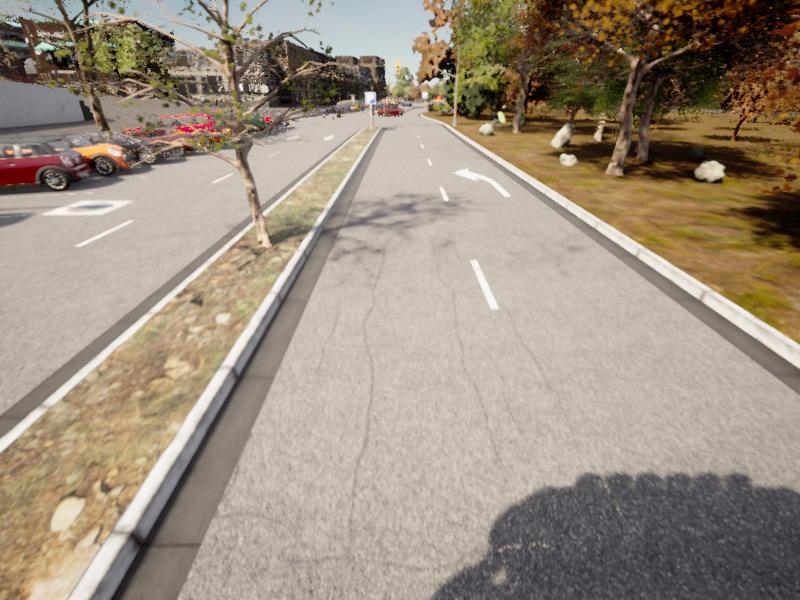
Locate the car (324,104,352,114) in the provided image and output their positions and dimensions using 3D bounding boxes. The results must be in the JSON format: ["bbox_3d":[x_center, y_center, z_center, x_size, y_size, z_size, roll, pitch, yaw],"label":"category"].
[{"bbox_3d":[-11.485,-35.597,74.426,4.792,1.488,2.163,-8,28,-13],"label":"car"}]

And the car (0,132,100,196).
[{"bbox_3d":[-13.778,-4.753,13.986,4.553,1.767,2.185,-10,29,-17],"label":"car"}]

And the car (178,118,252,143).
[{"bbox_3d":[-13.784,-12.770,30.104,4.674,1.452,2.002,-10,29,-17],"label":"car"}]

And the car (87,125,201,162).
[{"bbox_3d":[-13.830,-8.692,22.058,4.792,1.488,2.163,-10,29,-17],"label":"car"}]

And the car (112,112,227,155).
[{"bbox_3d":[-13.831,-10.303,24.608,5.566,2.045,2.435,-10,29,-17],"label":"car"}]

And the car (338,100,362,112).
[{"bbox_3d":[-10.286,-39.918,82.308,4.442,1.987,1.878,-7,27,-12],"label":"car"}]

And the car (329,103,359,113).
[{"bbox_3d":[-10.842,-36.996,77.072,5.366,1.575,1.946,-8,27,-13],"label":"car"}]

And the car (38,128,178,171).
[{"bbox_3d":[-13.813,-7.364,19.385,4.892,1.521,2.231,-10,28,-17],"label":"car"}]

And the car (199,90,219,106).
[{"bbox_3d":[-31.197,-33.037,65.536,2.435,2.045,5.566,-4,26,-20],"label":"car"}]

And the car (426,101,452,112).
[{"bbox_3d":[7.623,-38.345,79.283,4.553,1.767,2.185,-6,28,-12],"label":"car"}]

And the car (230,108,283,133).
[{"bbox_3d":[-13.620,-17.116,38.069,4.442,1.987,1.878,-10,28,-17],"label":"car"}]

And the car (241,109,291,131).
[{"bbox_3d":[-13.647,-18.374,40.769,4.553,1.767,2.185,-10,28,-17],"label":"car"}]

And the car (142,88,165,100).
[{"bbox_3d":[-40.236,-33.552,65.325,2.231,1.521,4.892,-4,26,-20],"label":"car"}]

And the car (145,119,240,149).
[{"bbox_3d":[-13.972,-11.416,27.351,5.366,1.575,1.946,-10,29,-17],"label":"car"}]

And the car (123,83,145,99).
[{"bbox_3d":[-43.182,-33.965,65.045,1.878,1.987,4.442,-4,26,-20],"label":"car"}]

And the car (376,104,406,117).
[{"bbox_3d":[-1.314,-27.738,58.607,3.988,1.617,1.851,-19,34,-35],"label":"car"}]

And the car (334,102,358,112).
[{"bbox_3d":[-10.750,-38.444,79.647,4.553,1.767,2.185,-7,27,-12],"label":"car"}]

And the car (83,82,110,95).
[{"bbox_3d":[-49.336,-34.395,65.198,1.946,1.575,5.366,-4,26,-20],"label":"car"}]

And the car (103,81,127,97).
[{"bbox_3d":[-46.198,-34.218,64.947,1.878,1.987,4.442,-3,26,-20],"label":"car"}]

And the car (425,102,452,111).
[{"bbox_3d":[8.138,-40.898,84.542,5.366,1.575,1.946,-6,28,-12],"label":"car"}]

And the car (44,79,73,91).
[{"bbox_3d":[-55.306,-34.778,64.853,2.002,1.452,4.674,-4,26,-20],"label":"car"}]

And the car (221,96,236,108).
[{"bbox_3d":[-28.202,-32.513,65.738,2.002,1.452,4.674,-4,26,-20],"label":"car"}]

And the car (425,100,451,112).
[{"bbox_3d":[7.241,-37.083,76.592,4.442,1.987,1.878,-6,28,-13],"label":"car"}]

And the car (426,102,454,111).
[{"bbox_3d":[8.158,-39.597,82.005,5.366,1.575,1.946,-6,28,-12],"label":"car"}]

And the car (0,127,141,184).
[{"bbox_3d":[-13.840,-6.110,16.646,4.553,1.767,2.185,-10,28,-17],"label":"car"}]

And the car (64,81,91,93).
[{"bbox_3d":[-52.289,-34.533,64.966,2.002,1.452,4.674,-4,26,-20],"label":"car"}]

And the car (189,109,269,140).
[{"bbox_3d":[-13.806,-14.386,32.644,5.566,2.045,2.435,-10,29,-17],"label":"car"}]

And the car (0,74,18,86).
[{"bbox_3d":[-64.386,-35.626,64.649,1.946,1.575,5.366,-4,26,-20],"label":"car"}]

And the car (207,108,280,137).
[{"bbox_3d":[-13.735,-15.762,35.350,5.566,2.045,2.435,-10,28,-17],"label":"car"}]
